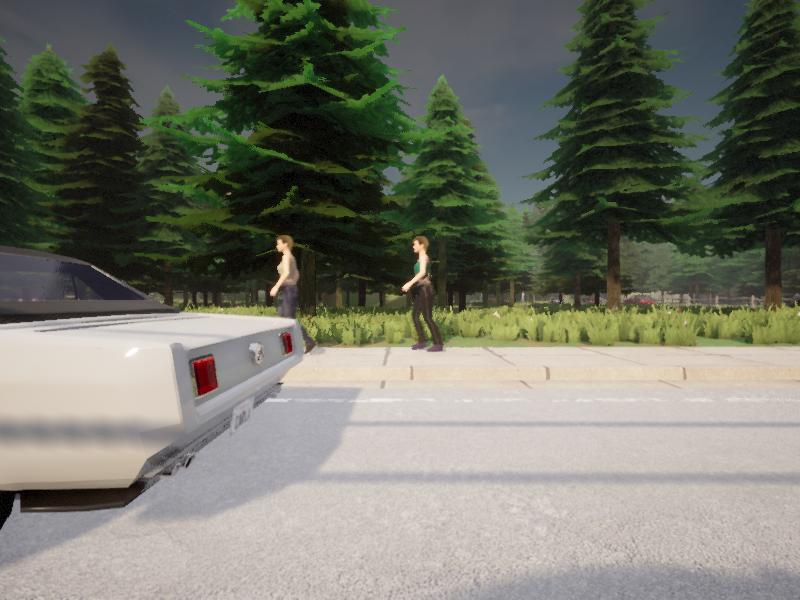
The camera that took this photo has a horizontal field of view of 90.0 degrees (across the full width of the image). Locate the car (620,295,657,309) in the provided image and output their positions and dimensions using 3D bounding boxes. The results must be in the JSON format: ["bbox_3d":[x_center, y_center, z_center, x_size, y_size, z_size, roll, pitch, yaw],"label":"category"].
[{"bbox_3d":[26.996,0.207,45.416,1.816,1.474,4.193,0,0,1],"label":"car"}]

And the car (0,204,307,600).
[{"bbox_3d":[-3.091,0.347,2.206,4.718,1.301,1.895,0,0,0],"label":"car"}]

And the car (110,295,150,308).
[{"bbox_3d":[-36.676,0.157,54.482,2.242,1.667,4.611,0,0,1],"label":"car"}]

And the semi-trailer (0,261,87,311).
[{"bbox_3d":[-36.831,-1.217,38.249,2.717,4.402,14.254,0,0,0],"label":"semi-trailer"}]

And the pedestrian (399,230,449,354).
[{"bbox_3d":[0.369,-0.115,6.379,0.751,1.860,0.751,0,0,1],"label":"pedestrian"}]

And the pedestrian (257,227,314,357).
[{"bbox_3d":[-1.718,-0.113,6.134,0.751,1.860,0.751,0,0,-9],"label":"pedestrian"}]

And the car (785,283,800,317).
[{"bbox_3d":[22.920,0.000,20.572,1.932,1.855,4.605,0,0,2],"label":"car"}]

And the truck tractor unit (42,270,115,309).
[{"bbox_3d":[-36.817,-1.114,46.162,3.053,4.208,6.516,0,0,1],"label":"truck tractor unit"}]
